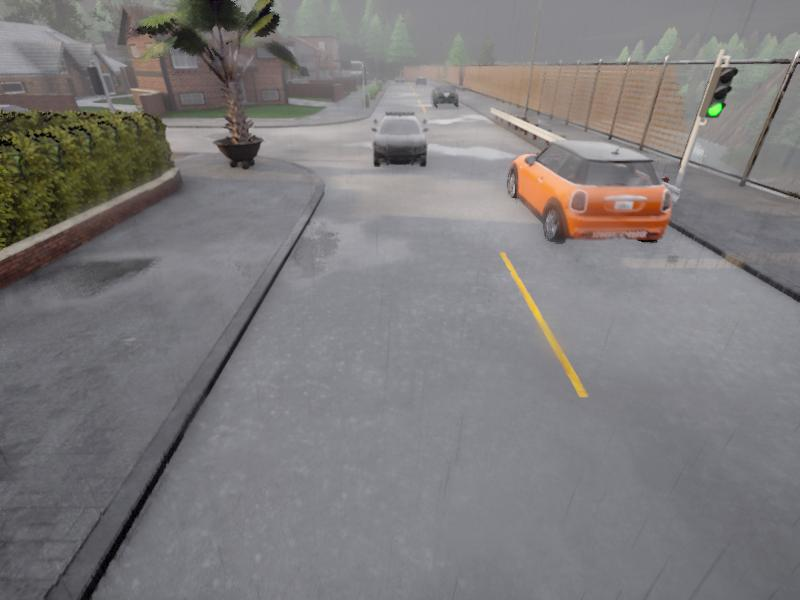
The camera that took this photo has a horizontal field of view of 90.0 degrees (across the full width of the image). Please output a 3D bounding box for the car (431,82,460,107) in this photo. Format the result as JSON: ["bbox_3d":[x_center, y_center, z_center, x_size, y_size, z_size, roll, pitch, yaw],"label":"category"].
[{"bbox_3d":[3.987,-18.512,36.026,2.097,1.767,4.553,0,30,0],"label":"car"}]

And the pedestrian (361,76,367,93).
[{"bbox_3d":[-4.636,-27.788,51.620,0.751,1.860,0.751,0,30,-1],"label":"pedestrian"}]

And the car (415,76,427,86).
[{"bbox_3d":[3.982,-42.011,76.603,1.882,1.535,5.008,0,30,0],"label":"car"}]

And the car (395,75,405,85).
[{"bbox_3d":[-0.021,-46.835,85.077,2.152,1.651,5.027,0,30,0],"label":"car"}]

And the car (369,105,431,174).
[{"bbox_3d":[0.003,-6.173,15.004,1.930,1.638,5.238,0,30,0],"label":"car"}]

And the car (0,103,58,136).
[{"bbox_3d":[-20.966,-9.414,20.830,4.181,1.385,1.994,-1,30,-1],"label":"car"}]

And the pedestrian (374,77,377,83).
[{"bbox_3d":[-5.320,-47.250,85.771,0.500,1.100,0.500,0,30,1],"label":"pedestrian"}]

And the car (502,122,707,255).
[{"bbox_3d":[3.974,-2.747,8.974,2.097,1.767,4.553,0,30,0],"label":"car"}]
